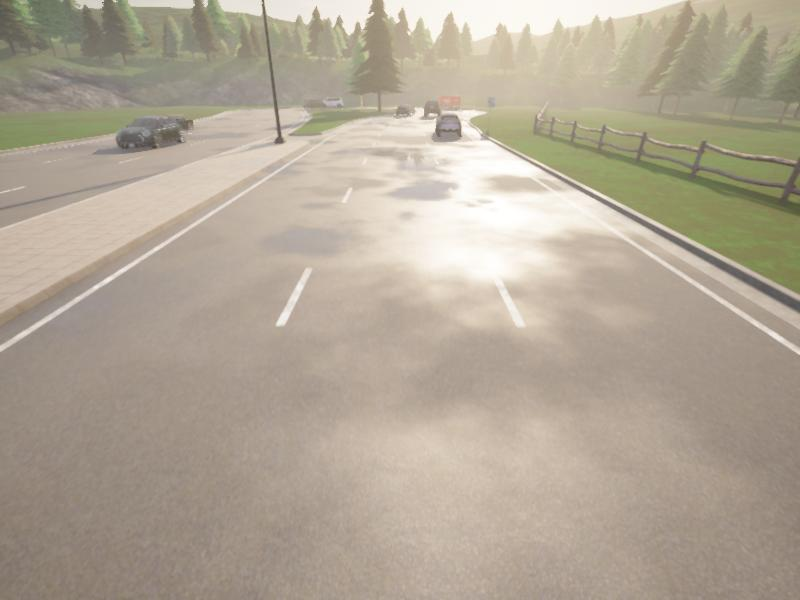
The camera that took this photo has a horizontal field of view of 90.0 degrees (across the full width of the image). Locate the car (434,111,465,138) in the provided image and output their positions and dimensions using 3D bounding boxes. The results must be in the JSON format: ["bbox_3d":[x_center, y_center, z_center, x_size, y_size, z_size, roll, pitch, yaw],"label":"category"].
[{"bbox_3d":[3.816,-13.901,31.543,2.033,1.649,4.856,2,28,3],"label":"car"}]

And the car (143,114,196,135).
[{"bbox_3d":[-18.716,-14.453,32.783,1.895,1.301,4.718,-2,28,-4],"label":"car"}]

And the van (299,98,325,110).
[{"bbox_3d":[-16.290,-36.423,74.319,1.775,1.987,4.442,18,32,31],"label":"van"}]

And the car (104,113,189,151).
[{"bbox_3d":[-15.016,-10.194,24.077,2.097,1.767,4.553,0,28,-1],"label":"car"}]

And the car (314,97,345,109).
[{"bbox_3d":[-14.088,-39.612,80.416,5.566,2.045,2.150,-15,31,-27],"label":"car"}]

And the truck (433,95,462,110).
[{"bbox_3d":[9.073,-37.894,76.825,2.627,2.467,5.204,-17,32,-30],"label":"truck"}]

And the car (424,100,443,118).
[{"bbox_3d":[4.650,-26.649,55.620,2.150,2.045,5.566,4,28,8],"label":"car"}]

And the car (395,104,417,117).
[{"bbox_3d":[0.836,-26.719,56.322,1.837,1.490,4.892,8,28,14],"label":"car"}]
